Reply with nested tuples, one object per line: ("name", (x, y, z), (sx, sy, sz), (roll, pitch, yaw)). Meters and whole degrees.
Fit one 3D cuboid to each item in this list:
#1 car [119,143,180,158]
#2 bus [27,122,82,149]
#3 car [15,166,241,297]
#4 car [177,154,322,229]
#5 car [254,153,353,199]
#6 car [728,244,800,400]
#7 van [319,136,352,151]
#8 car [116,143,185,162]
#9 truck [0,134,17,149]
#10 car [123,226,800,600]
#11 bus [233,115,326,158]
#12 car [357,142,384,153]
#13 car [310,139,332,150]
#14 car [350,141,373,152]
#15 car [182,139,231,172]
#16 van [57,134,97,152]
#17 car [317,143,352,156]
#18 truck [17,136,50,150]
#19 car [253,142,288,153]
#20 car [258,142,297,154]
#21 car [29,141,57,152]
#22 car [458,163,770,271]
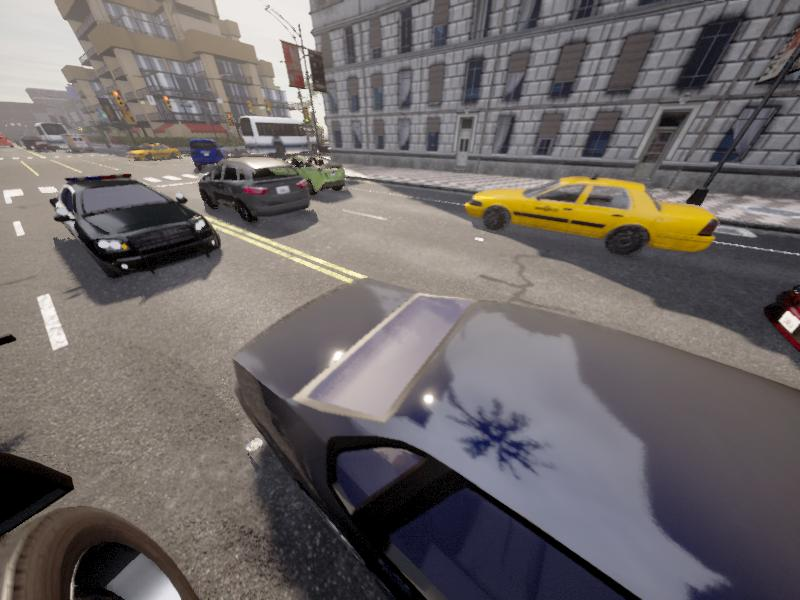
("car", (-32.402, -19.558, 30.086), (2.128, 1.511, 4.902), (22, 41, 28))
("bus", (-71.217, -33.818, 47.618), (10.273, 4.253, 3.944), (22, 40, 27))
("car", (-6.280, -1.978, 5.337), (4.974, 1.542, 2.038), (22, 41, 27))
("car", (-5.330, -4.095, 8.220), (4.611, 1.667, 2.242), (23, 41, 29))
("car", (-4.766, -6.260, 11.428), (4.514, 1.525, 2.007), (22, 40, 27))
("car", (6.442, 0.712, 1.671), (4.193, 1.474, 1.816), (22, 41, 28))
("van", (-13.064, -32.373, 47.630), (2.351, 2.431, 6.366), (22, 41, 28))
("car", (-27.598, -16.631, 25.911), (1.801, 1.575, 5.366), (3, 35, 3))
("truck", (-82.856, -32.925, 47.808), (5.204, 2.467, 2.627), (22, 40, 27))
("car", (1.193, 1.097, 1.153), (5.357, 1.411, 2.033), (22, 41, 28))
("bus", (-16.095, -22.650, 32.229), (3.944, 4.253, 10.273), (22, 41, 28))
("car", (-5.103, -26.966, 40.796), (2.038, 1.542, 4.974), (22, 40, 28))
("car", (-16.549, -32.802, 48.694), (1.905, 1.878, 3.866), (22, 41, 28))
("car", (-7.200, -28.798, 43.317), (1.851, 1.617, 3.988), (22, 41, 28))
("car", (-16.058, -12.384, 19.575), (2.150, 2.045, 5.566), (-18, 39, -23))
("van", (-54.244, -26.383, 38.789), (6.366, 2.431, 2.351), (22, 40, 27))
("car", (-9.872, -23.021, 35.179), (2.128, 1.511, 4.902), (22, 40, 28))
("truck", (-71.610, -30.731, 45.106), (6.274, 2.098, 2.390), (22, 40, 27))
("car", (-23.042, -27.281, 41.146), (2.163, 1.488, 4.792), (22, 41, 28))
("car", (-20.584, -25.738, 39.051), (2.033, 1.411, 5.357), (22, 41, 28))
("car", (-59.926, -25.799, 38.773), (4.674, 1.442, 1.812), (22, 40, 27))
("car", (4.543, -2.555, 6.201), (5.366, 1.575, 1.801), (22, 41, 28))
